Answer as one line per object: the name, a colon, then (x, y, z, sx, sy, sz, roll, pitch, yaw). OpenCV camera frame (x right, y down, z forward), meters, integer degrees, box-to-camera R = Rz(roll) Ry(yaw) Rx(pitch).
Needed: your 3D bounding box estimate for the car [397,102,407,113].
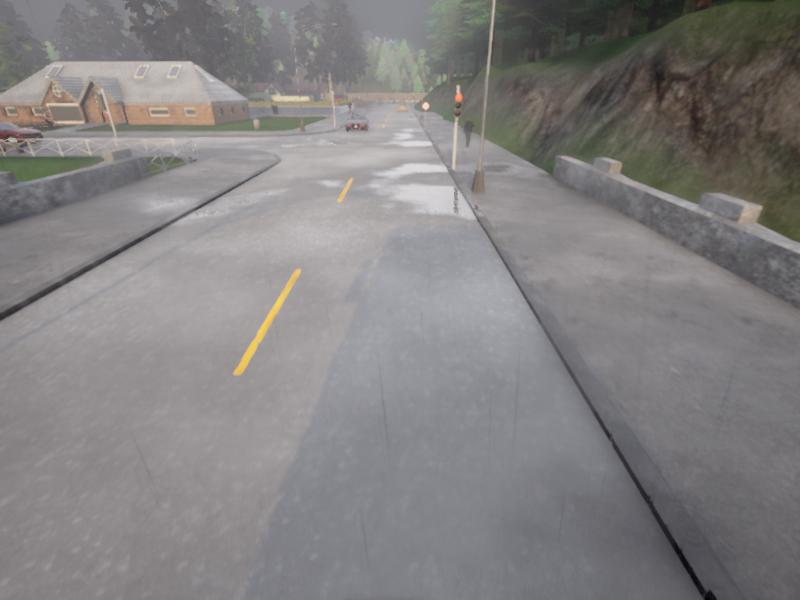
car: (0.439, -36.078, 74.892, 1.801, 1.575, 5.366, 0, 27, 0)

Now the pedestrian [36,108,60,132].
pedestrian: (-30.091, -15.372, 34.205, 0.751, 1.860, 0.751, -3, 27, -6)

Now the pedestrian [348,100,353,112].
pedestrian: (-8.969, -34.859, 71.967, 0.751, 1.860, 0.751, 0, 27, 0)

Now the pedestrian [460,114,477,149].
pedestrian: (4.014, -9.886, 23.465, 0.751, 1.860, 0.751, 1, 27, 2)

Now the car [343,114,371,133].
car: (-3.791, -15.964, 36.098, 1.994, 1.385, 4.181, 0, 27, 0)

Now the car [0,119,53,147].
car: (-26.287, -10.933, 26.212, 5.008, 1.535, 1.882, 0, 27, 1)
